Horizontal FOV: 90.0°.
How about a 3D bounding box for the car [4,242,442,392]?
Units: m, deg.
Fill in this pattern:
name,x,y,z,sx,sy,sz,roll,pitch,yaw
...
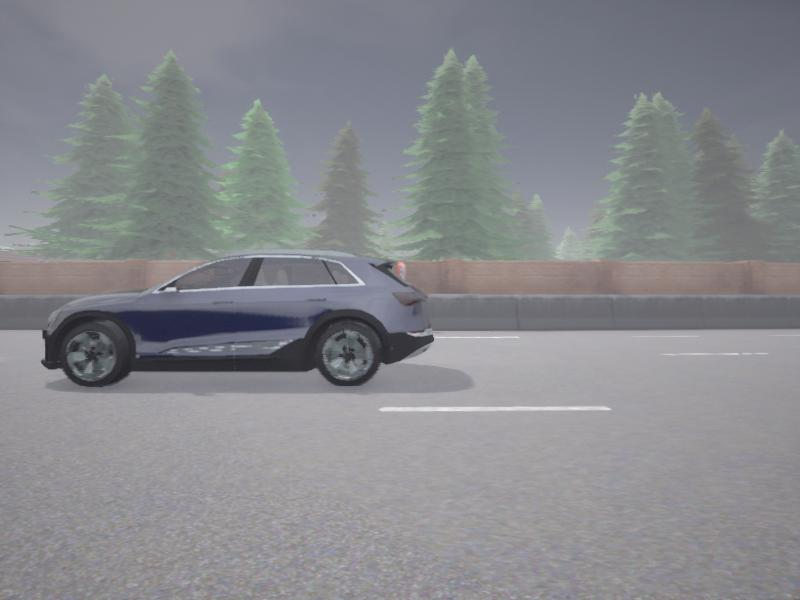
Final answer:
name,x,y,z,sx,sy,sz,roll,pitch,yaw
car,-1.965,0.182,5.446,4.856,1.649,2.033,0,0,0
